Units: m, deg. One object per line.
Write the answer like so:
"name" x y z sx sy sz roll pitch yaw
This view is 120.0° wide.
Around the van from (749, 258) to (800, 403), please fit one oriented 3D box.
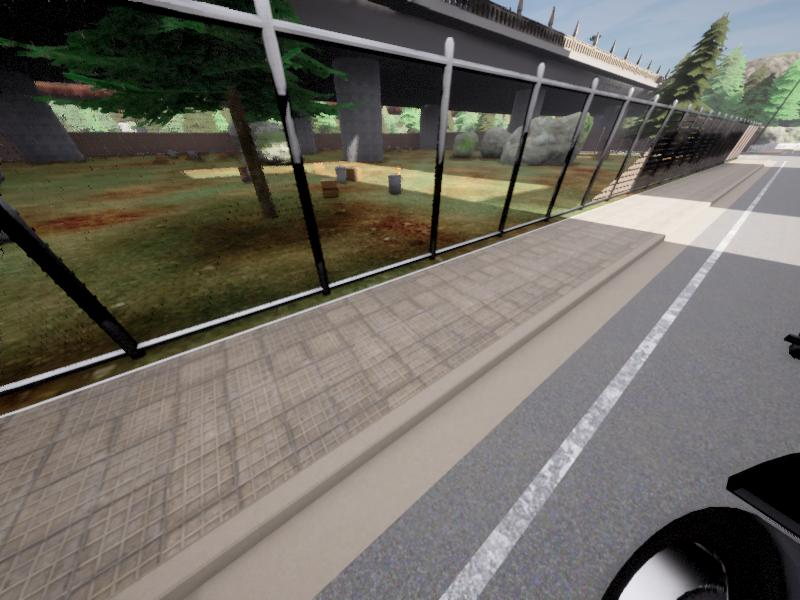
"van" 6.343 -0.140 2.317 4.480 2.038 2.069 -20 40 -27
